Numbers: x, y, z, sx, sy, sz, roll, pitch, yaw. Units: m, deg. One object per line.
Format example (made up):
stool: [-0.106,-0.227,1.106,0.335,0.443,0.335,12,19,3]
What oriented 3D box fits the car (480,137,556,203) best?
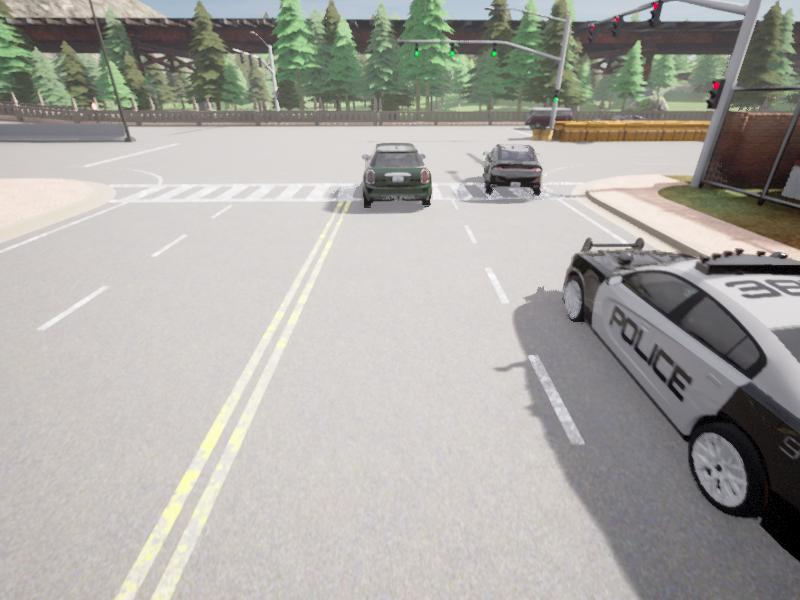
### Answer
car: [4.134,-4.972,14.779,2.128,1.511,4.902,5,27,9]

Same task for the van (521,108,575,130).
van: [14.769,-18.153,40.097,4.442,1.987,1.775,-1,27,-2]

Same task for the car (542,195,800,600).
car: [3.498,0.248,4.400,1.930,1.638,5.238,0,27,0]

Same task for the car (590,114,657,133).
car: [20.714,-16.440,37.257,4.902,1.511,2.128,-1,27,-2]

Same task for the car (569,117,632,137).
car: [16.968,-14.729,34.061,4.181,1.385,1.994,-1,27,-2]

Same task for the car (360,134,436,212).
car: [-0.183,-4.441,13.427,2.097,1.767,4.553,-2,27,-3]
